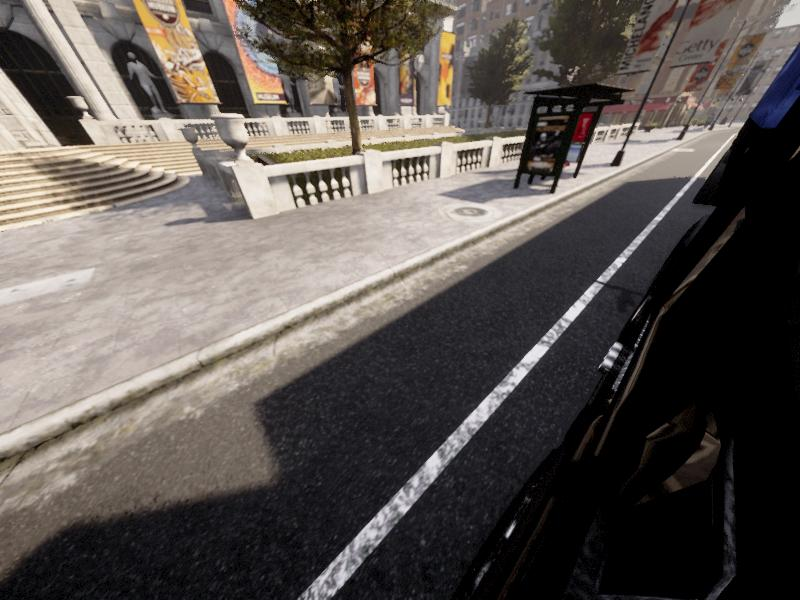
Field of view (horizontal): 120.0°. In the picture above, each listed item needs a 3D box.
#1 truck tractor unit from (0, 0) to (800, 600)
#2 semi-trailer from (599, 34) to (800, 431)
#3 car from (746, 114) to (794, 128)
[{"bbox_3d":[2.645,-0.295,0.351,6.516,4.208,3.053,-28,44,-30],"label":"truck tractor unit"},{"bbox_3d":[8.650,-3.644,4.265,14.254,4.402,2.717,-29,44,-30],"label":"semi-trailer"},{"bbox_3d":[53.727,-25.970,33.580,4.674,1.452,2.002,-14,38,-15],"label":"car"}]
